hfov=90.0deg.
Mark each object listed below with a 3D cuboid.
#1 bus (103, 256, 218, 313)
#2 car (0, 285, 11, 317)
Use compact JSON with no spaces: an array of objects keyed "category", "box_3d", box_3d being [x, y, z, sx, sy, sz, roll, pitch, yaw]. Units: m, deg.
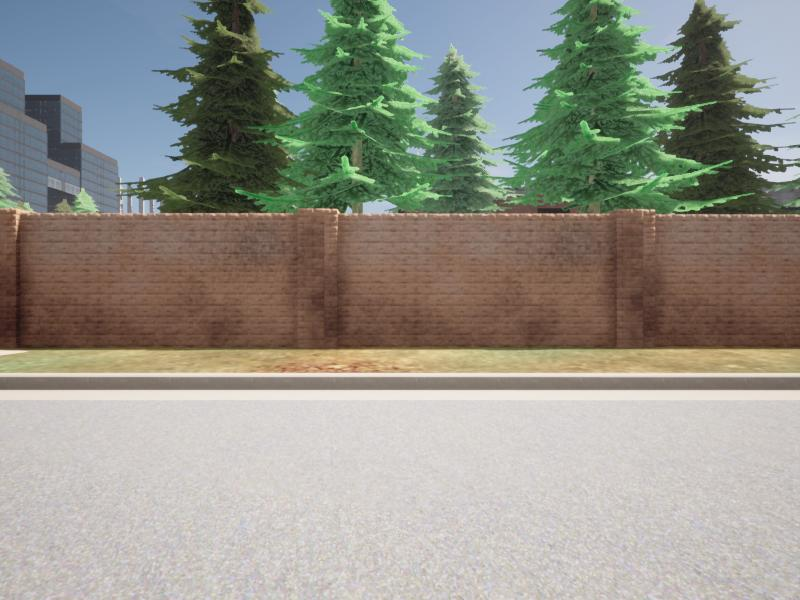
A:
[{"category":"bus","box_3d":[-20.265,-1.132,35.093,3.944,4.253,10.273,0,0,0]},{"category":"car","box_3d":[-23.833,0.051,21.190,1.932,1.855,4.605,0,0,0]}]
